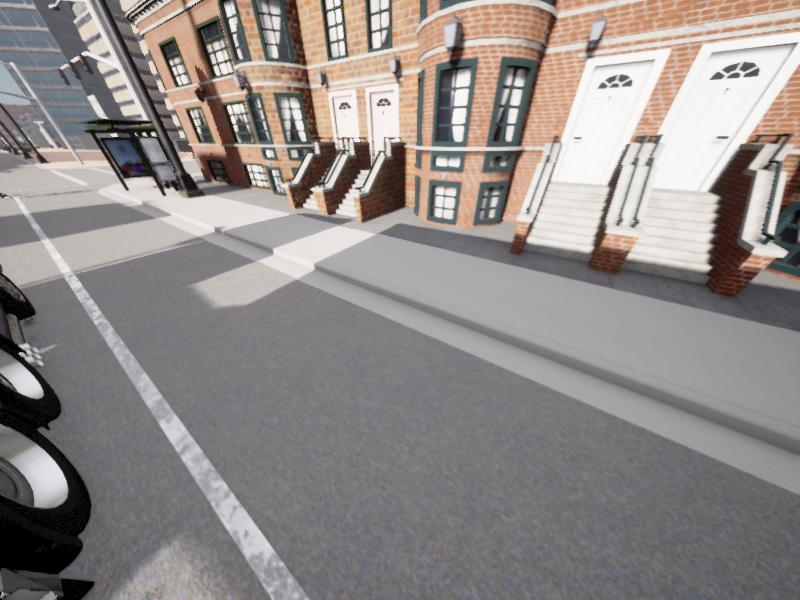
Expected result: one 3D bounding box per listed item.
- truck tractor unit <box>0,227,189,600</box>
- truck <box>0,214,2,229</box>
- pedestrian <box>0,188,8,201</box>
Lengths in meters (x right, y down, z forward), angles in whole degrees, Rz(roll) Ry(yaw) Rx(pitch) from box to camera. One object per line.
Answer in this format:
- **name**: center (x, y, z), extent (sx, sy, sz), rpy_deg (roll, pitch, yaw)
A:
- **truck tractor unit**: center (-5.053, -0.350, 0.879), extent (6.516, 4.208, 3.053), rpy_deg (20, 40, 27)
- **truck**: center (-13.300, -2.582, 5.650), extent (5.204, 2.467, 2.627), rpy_deg (23, 41, 29)
- **pedestrian**: center (-19.014, -5.414, 10.231), extent (0.751, 1.860, 0.751), rpy_deg (-27, 43, -33)
